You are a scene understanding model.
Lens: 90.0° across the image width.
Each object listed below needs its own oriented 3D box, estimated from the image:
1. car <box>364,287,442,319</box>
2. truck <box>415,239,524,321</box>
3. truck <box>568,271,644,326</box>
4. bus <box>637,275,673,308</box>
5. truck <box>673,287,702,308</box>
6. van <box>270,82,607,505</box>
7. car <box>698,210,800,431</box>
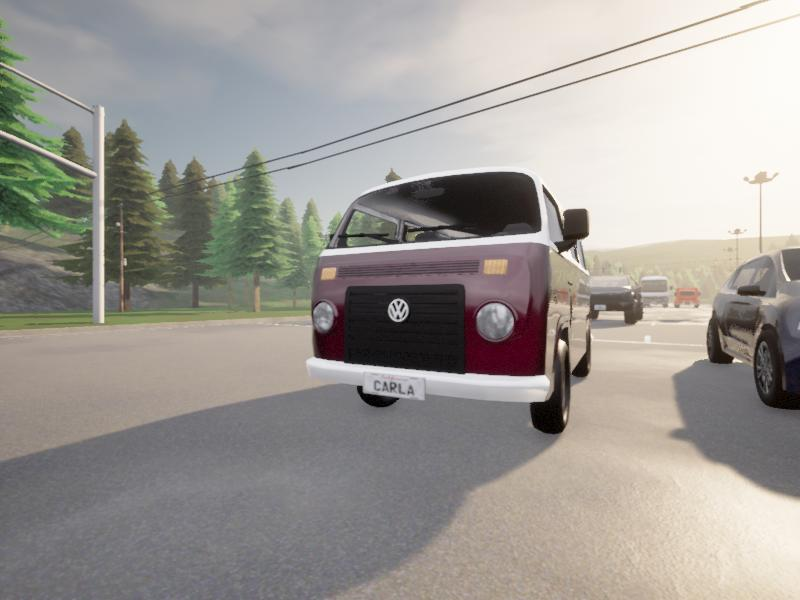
[{"bbox_3d":[0.312,0.177,23.288,2.152,1.651,5.027,0,0,34],"label":"car"},{"bbox_3d":[4.375,-0.926,23.064,2.891,3.827,8.468,0,0,35],"label":"truck"},{"bbox_3d":[9.665,-0.064,18.407,2.390,2.098,6.274,0,0,34],"label":"truck"},{"bbox_3d":[35.947,-1.163,56.144,3.944,4.253,10.273,0,1,35],"label":"bus"},{"bbox_3d":[34.405,-0.255,47.982,2.627,2.467,5.204,0,-1,35],"label":"truck"},{"bbox_3d":[1.039,-0.030,4.388,2.069,2.038,4.480,0,0,29],"label":"van"},{"bbox_3d":[5.073,0.153,4.490,2.242,1.667,4.611,0,0,30],"label":"car"}]
